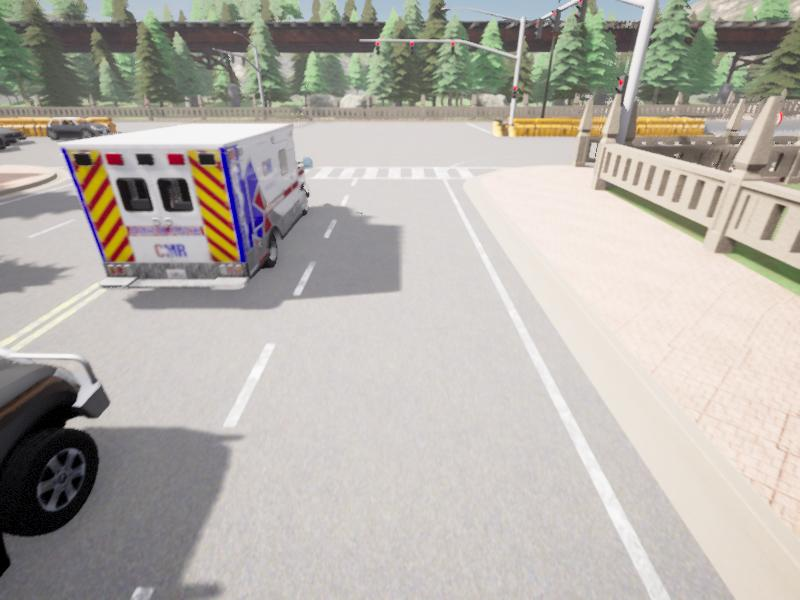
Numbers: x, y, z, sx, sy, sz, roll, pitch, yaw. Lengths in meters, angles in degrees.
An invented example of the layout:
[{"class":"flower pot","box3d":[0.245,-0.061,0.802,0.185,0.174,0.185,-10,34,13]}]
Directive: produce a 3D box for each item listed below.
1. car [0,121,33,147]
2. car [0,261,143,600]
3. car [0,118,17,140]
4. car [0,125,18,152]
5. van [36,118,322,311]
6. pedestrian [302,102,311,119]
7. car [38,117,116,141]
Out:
[{"class":"car","box3d":[-27.762,-10.870,26.093,5.357,1.411,2.033,0,27,0]},{"class":"car","box3d":[-3.495,1.581,1.474,1.932,1.855,4.605,0,27,0]},{"class":"car","box3d":[-31.026,-12.359,29.003,4.181,1.385,1.994,-1,27,-2]},{"class":"car","box3d":[-25.180,-9.248,22.981,4.181,1.385,1.994,0,27,0]},{"class":"van","box3d":[-3.495,-2.365,8.514,2.351,2.431,6.366,0,27,0]},{"class":"pedestrian","box3d":[-11.401,-23.108,48.897,0.751,1.860,0.751,1,27,1]},{"class":"car","box3d":[-23.435,-12.504,29.168,3.806,1.475,1.970,0,27,0]}]
